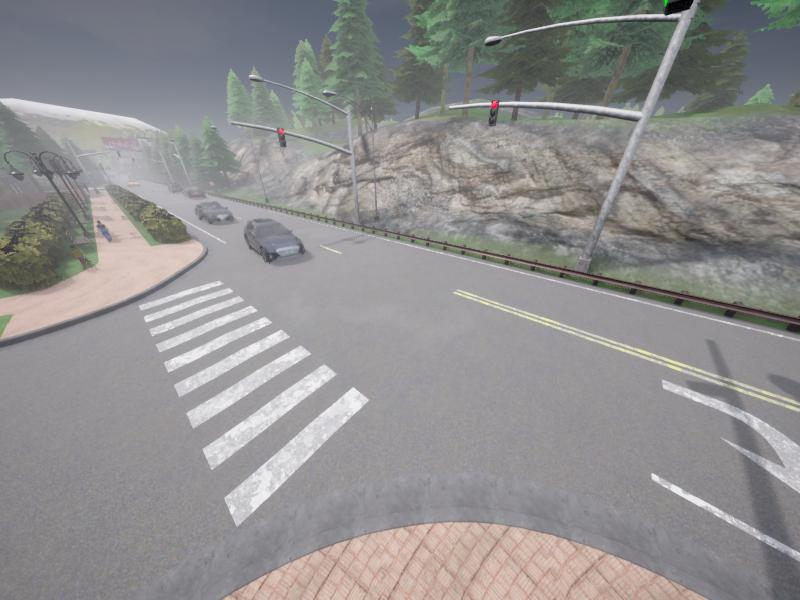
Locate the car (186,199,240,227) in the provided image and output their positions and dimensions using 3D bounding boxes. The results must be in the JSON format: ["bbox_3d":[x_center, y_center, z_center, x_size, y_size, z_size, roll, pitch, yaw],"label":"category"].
[{"bbox_3d":[-16.004,-7.528,19.741,4.902,1.511,2.128,23,37,34],"label":"car"}]

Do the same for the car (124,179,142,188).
[{"bbox_3d":[-61.422,-26.819,53.122,5.366,1.575,1.801,23,37,34],"label":"car"}]

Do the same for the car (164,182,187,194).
[{"bbox_3d":[-40.749,-20.336,41.907,3.988,1.617,1.851,23,37,34],"label":"car"}]

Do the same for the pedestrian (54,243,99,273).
[{"bbox_3d":[-13.776,-1.795,9.870,0.500,1.100,0.500,-4,30,-7],"label":"pedestrian"}]

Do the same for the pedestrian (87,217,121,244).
[{"bbox_3d":[-17.623,-4.157,13.761,0.751,1.300,0.751,22,36,33],"label":"pedestrian"}]

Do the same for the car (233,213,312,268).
[{"bbox_3d":[-7.032,-3.452,12.584,2.033,1.649,4.856,-26,39,-37],"label":"car"}]

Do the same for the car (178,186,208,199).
[{"bbox_3d":[-31.562,-16.413,35.163,4.792,1.488,2.163,23,37,34],"label":"car"}]
